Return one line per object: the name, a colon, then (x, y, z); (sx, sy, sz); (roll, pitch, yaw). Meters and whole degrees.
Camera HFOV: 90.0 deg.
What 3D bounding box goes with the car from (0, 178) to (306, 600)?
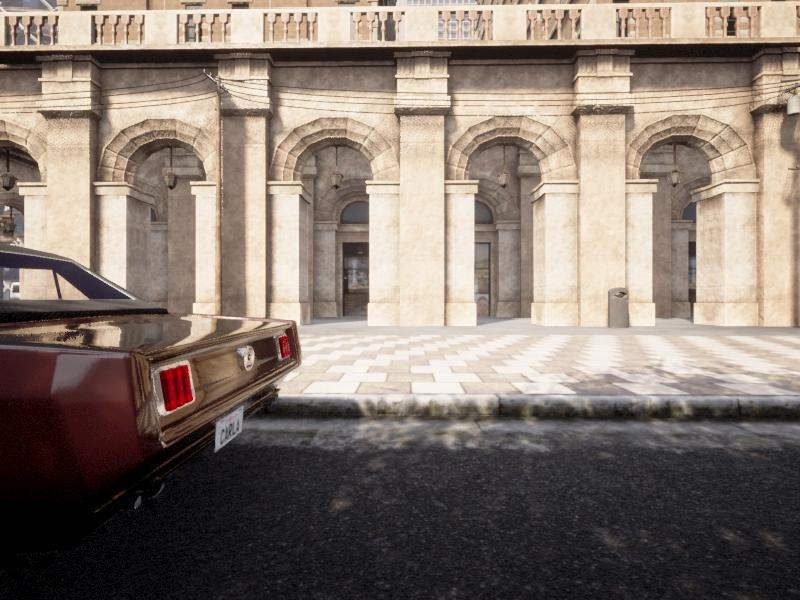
car: (-3.058, 0.338, 2.008); (4.718, 1.301, 1.895); (0, 0, 1)
